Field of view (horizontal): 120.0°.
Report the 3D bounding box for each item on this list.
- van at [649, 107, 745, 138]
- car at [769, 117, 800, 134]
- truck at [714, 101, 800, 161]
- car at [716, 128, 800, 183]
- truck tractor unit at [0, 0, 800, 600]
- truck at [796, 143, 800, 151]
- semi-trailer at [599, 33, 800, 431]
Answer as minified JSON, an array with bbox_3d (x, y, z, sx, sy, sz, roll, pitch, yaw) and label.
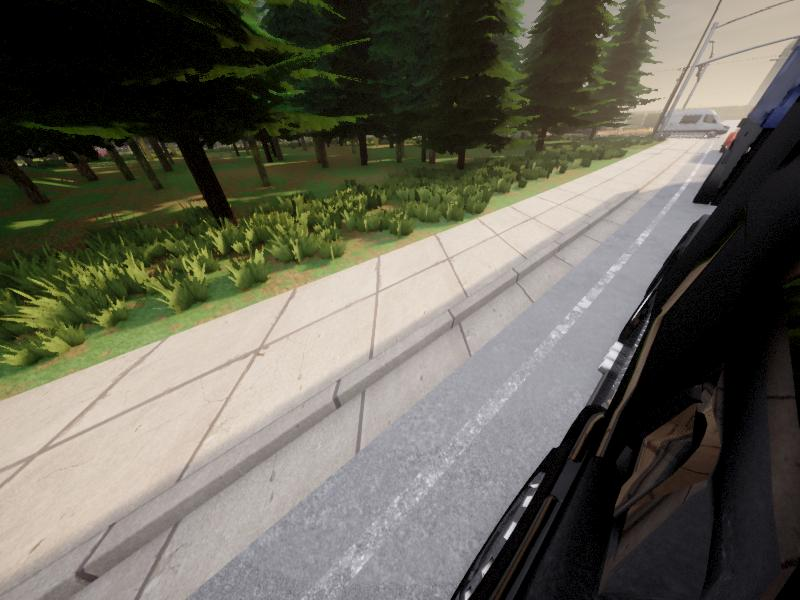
[{"bbox_3d":[32.898,-19.777,25.943,1.988,2.561,5.915,-26,43,-29],"label":"van"},{"bbox_3d":[44.463,-19.805,26.204,4.181,1.385,1.994,-23,42,-25],"label":"car"},{"bbox_3d":[21.383,-9.908,13.485,5.204,2.467,2.627,-30,44,-31],"label":"truck"},{"bbox_3d":[15.884,-6.349,9.891,4.902,1.511,2.128,-29,44,-30],"label":"car"},{"bbox_3d":[2.645,-0.295,0.351,6.516,4.208,3.053,-28,44,-30],"label":"truck tractor unit"},{"bbox_3d":[26.112,-9.773,13.016,5.204,2.467,2.627,-29,44,-31],"label":"truck"},{"bbox_3d":[8.646,-3.641,4.278,14.254,4.402,2.717,-29,44,-30],"label":"semi-trailer"}]
